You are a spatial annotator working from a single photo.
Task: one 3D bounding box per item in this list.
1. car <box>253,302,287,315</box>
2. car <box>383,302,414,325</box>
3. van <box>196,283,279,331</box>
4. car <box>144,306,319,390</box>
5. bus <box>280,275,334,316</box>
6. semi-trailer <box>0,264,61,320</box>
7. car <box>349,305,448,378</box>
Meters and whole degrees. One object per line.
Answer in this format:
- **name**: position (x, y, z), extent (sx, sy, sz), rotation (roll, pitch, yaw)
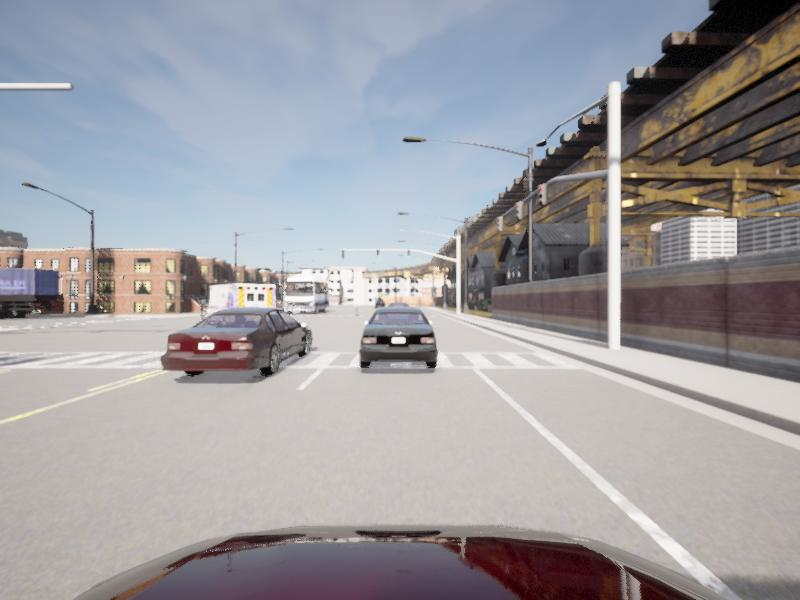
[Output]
- **car**: position (-14.166, 0.883, 44.060), extent (2.033, 1.411, 5.357), rotation (0, 0, 0)
- **car**: position (-0.103, 0.887, 28.380), extent (2.033, 1.411, 5.357), rotation (0, 0, 0)
- **van**: position (-9.774, 0.372, 23.676), extent (2.351, 2.431, 6.366), rotation (1, 0, -44)
- **car**: position (-3.536, 0.892, 9.794), extent (2.033, 1.411, 5.357), rotation (0, 0, 0)
- **bus**: position (-10.551, -0.553, 46.911), extent (3.944, 4.253, 10.273), rotation (0, 1, 0)
- **semi-trailer**: position (-36.290, -0.628, 32.781), extent (14.254, 4.402, 2.717), rotation (0, 0, -3)
- **car**: position (-0.038, 0.892, 10.851), extent (2.033, 1.411, 5.357), rotation (0, 0, 0)
